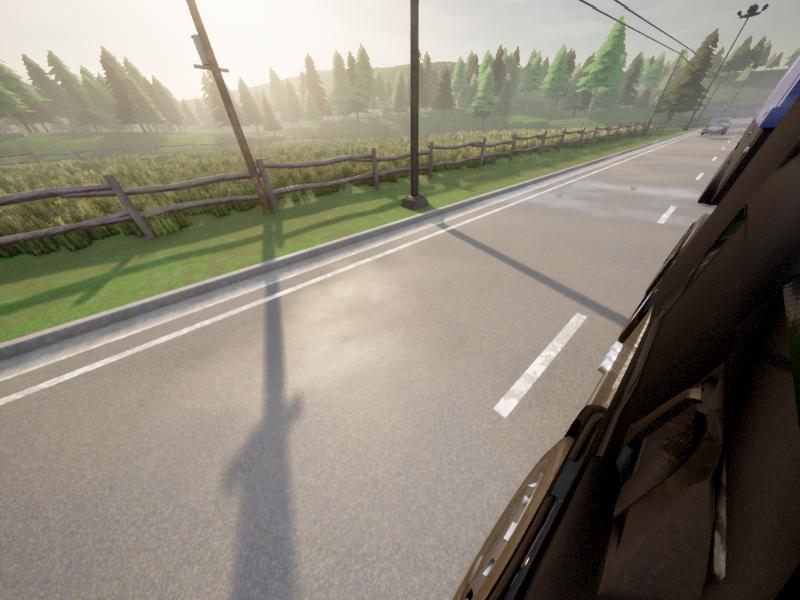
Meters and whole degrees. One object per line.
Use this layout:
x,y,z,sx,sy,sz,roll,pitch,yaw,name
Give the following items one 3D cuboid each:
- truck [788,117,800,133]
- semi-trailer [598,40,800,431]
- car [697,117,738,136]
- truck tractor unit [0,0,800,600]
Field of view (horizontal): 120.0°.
45.585,-19.653,24.958,5.204,2.467,2.627,-28,43,-30,truck
8.696,-3.609,4.227,14.254,4.402,2.717,-28,44,-30,semi-trailer
37.521,-20.491,27.276,4.856,1.649,2.033,-28,44,-30,car
2.645,-0.295,0.351,6.516,4.208,3.053,-28,44,-30,truck tractor unit
